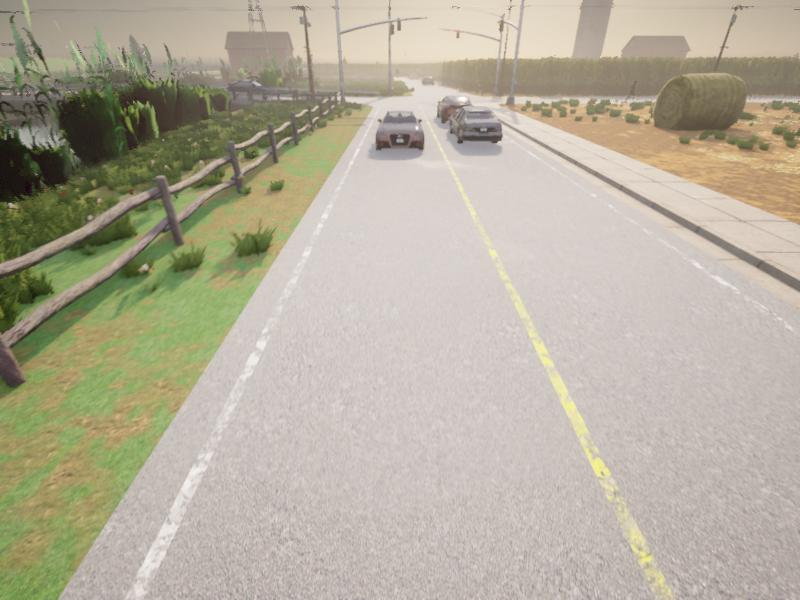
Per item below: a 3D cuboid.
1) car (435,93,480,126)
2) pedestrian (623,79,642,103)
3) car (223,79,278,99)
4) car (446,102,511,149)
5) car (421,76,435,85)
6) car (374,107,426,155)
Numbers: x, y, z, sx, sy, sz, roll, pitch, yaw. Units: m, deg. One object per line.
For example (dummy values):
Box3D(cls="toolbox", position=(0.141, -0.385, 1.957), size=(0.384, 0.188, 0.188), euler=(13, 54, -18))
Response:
Box3D(cls="car", position=(3.489, -12.090, 25.208), size=(2.163, 1.488, 4.792), euler=(0, 30, 0))
Box3D(cls="pedestrian", position=(20.774, -18.622, 35.726), size=(0.751, 1.860, 0.751), euler=(-2, 30, -3))
Box3D(cls="car", position=(-14.816, -21.058, 39.866), size=(4.674, 1.442, 1.812), euler=(4, 30, 1))
Box3D(cls="car", position=(3.493, -8.330, 18.866), size=(2.033, 1.411, 5.357), euler=(0, 30, 0))
Box3D(cls="car", position=(5.238, -41.528, 75.611), size=(2.163, 1.488, 4.792), euler=(-1, 30, -2))
Box3D(cls="car", position=(-0.003, -7.399, 17.298), size=(1.994, 1.385, 4.181), euler=(0, 30, 0))
